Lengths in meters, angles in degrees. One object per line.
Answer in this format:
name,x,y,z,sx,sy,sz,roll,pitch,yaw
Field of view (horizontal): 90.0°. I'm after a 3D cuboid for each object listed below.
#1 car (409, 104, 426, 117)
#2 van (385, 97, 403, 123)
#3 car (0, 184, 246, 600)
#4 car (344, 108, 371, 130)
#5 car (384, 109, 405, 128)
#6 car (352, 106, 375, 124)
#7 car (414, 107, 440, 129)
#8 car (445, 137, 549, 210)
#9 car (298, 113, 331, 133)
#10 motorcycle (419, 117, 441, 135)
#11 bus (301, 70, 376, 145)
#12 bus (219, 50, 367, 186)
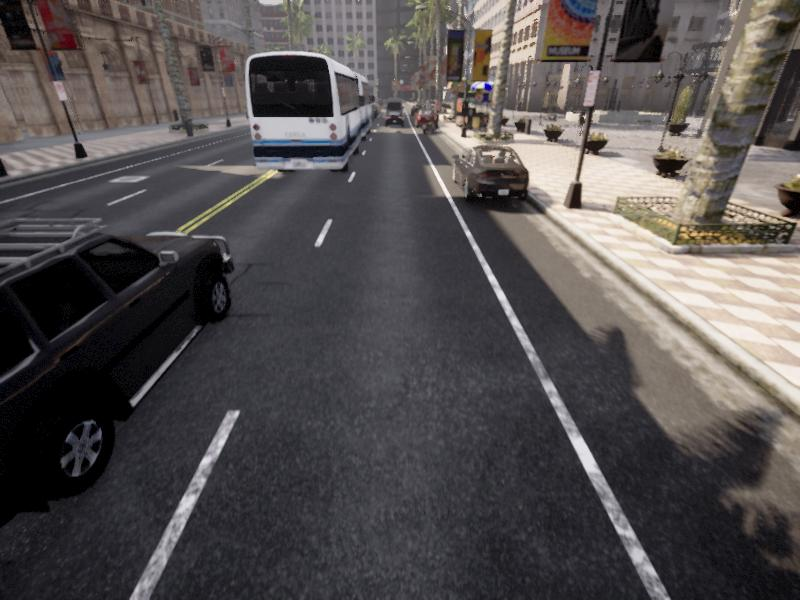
car,2.568,-27.995,59.046,2.163,1.488,4.792,0,27,-1
van,-0.614,-22.394,47.074,1.988,2.561,5.915,0,27,0
car,-3.543,0.146,4.239,1.932,1.855,4.605,0,26,0
car,-4.046,-17.688,38.984,2.152,1.651,5.027,0,27,-1
car,-0.555,-18.484,40.616,2.038,1.542,4.974,0,27,-1
car,-4.119,-21.447,46.246,2.152,1.651,5.027,0,27,0
car,2.548,-18.037,39.470,2.185,1.767,4.553,0,27,-1
car,2.922,-4.423,13.443,2.231,1.521,4.892,0,27,-1
car,-7.486,-15.674,35.372,1.994,1.385,4.181,0,27,-1
motorcycle,2.493,-14.404,33.067,0.764,1.277,2.356,14,31,26
bus,-4.034,-14.268,29.515,3.944,4.253,10.273,0,27,-1
bus,-3.868,-8.460,18.295,3.944,4.253,10.273,0,27,-1
